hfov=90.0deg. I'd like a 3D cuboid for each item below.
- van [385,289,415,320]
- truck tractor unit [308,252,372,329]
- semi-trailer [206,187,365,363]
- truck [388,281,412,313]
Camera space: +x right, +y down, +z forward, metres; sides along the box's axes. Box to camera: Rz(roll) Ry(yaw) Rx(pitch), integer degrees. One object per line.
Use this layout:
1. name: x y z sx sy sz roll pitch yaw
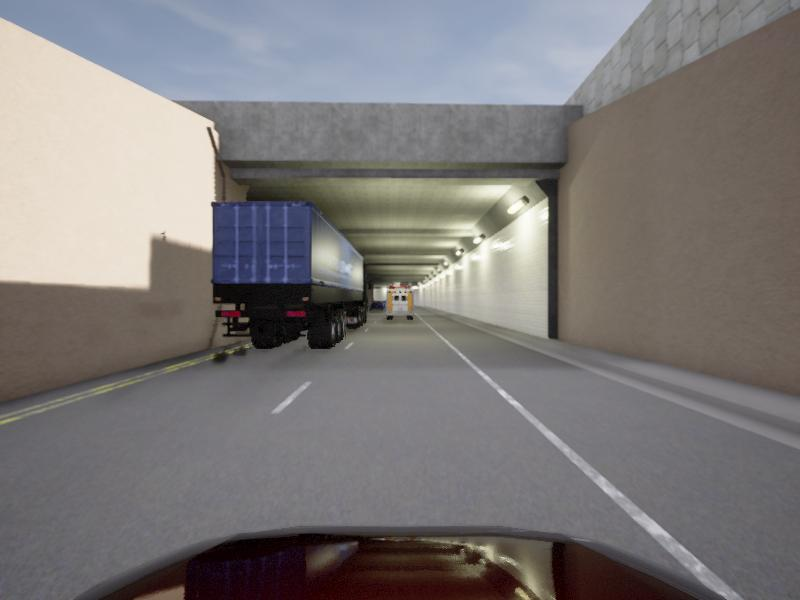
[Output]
1. van: 0.015 0.366 34.780 2.351 2.431 6.366 0 0 0
2. truck tractor unit: -3.492 -0.528 25.057 3.053 4.208 6.516 0 0 0
3. semi-trailer: -3.490 -0.623 17.142 2.717 4.402 14.254 0 0 0
4. truck: 0.028 -0.339 52.821 2.891 3.827 8.468 0 0 0
